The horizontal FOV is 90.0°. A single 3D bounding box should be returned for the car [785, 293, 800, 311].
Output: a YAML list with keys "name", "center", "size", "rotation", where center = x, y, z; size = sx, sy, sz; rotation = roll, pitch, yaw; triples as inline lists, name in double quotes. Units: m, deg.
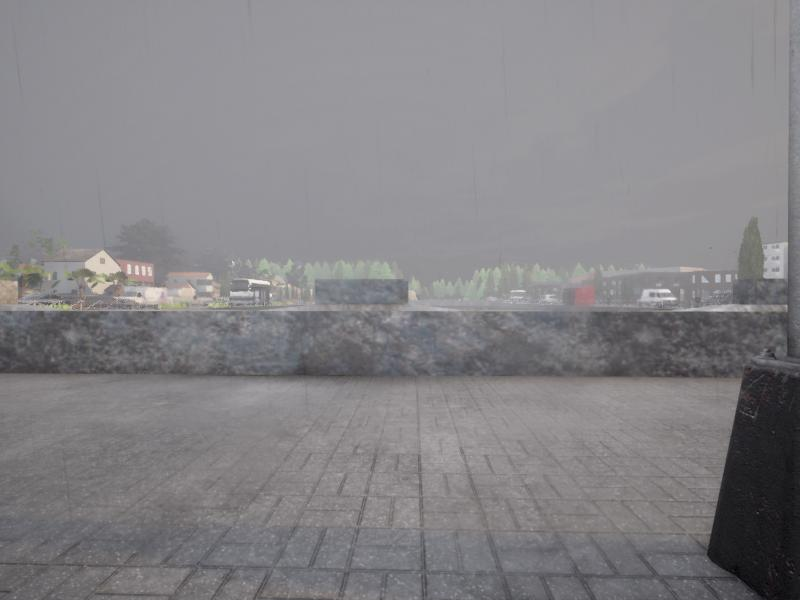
- name: "car"
  center: [36.340, 0.201, 34.239]
  size: [1.801, 1.575, 5.366]
  rotation: [0, 0, 2]

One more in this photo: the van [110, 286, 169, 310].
- name: "van"
  center: [-29.054, -0.222, 44.955]
  size: [2.351, 2.431, 6.366]
  rotation: [0, 0, 2]

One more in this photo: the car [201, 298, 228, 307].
- name: "car"
  center: [-28.488, 0.344, 61.627]
  size: [1.895, 1.301, 4.718]
  rotation: [0, 0, 2]

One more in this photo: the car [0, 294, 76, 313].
- name: "car"
  center: [-29.465, 0.244, 32.726]
  size: [1.837, 1.490, 4.892]
  rotation: [0, 0, 2]

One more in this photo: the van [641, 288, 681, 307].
- name: "van"
  center: [37.097, -0.277, 57.061]
  size: [1.988, 2.561, 5.915]
  rotation: [0, 0, 2]

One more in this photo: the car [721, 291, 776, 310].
- name: "car"
  center: [36.606, 0.050, 42.202]
  size: [1.932, 1.855, 4.605]
  rotation: [0, 1, 2]

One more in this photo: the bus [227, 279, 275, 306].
- name: "bus"
  center: [-24.446, -1.137, 66.392]
  size: [3.944, 4.253, 10.273]
  rotation: [0, 0, 2]
